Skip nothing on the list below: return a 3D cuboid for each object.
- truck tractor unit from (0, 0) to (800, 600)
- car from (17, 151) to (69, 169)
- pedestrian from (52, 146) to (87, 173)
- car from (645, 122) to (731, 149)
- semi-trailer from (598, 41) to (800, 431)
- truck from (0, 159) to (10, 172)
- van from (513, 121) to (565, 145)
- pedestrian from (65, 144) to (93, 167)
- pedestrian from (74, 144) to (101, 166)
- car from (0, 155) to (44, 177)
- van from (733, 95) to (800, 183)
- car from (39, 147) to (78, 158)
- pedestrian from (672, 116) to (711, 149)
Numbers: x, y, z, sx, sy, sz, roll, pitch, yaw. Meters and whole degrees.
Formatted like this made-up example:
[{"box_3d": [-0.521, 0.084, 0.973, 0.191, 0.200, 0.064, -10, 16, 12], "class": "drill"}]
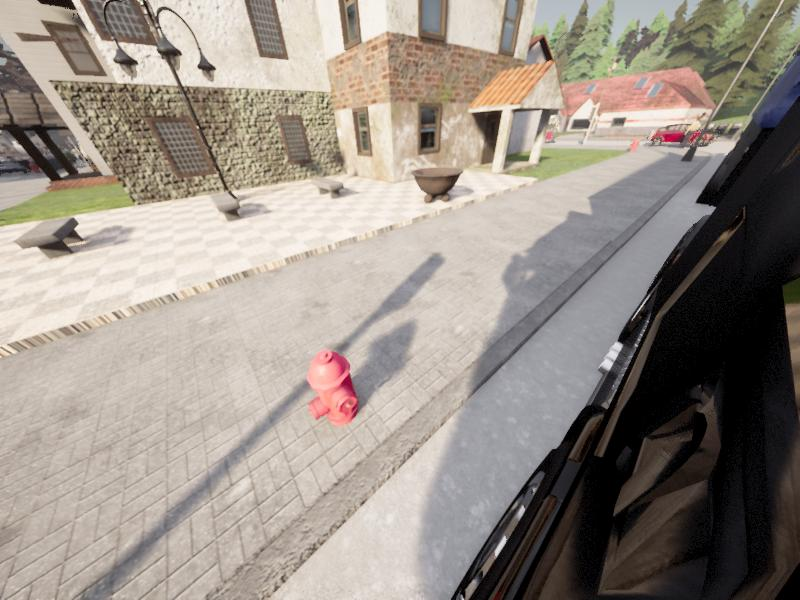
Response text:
[{"box_3d": [2.645, -0.295, 0.352, 6.516, 4.208, 3.053, -28, 44, -30], "class": "truck tractor unit"}, {"box_3d": [-42.595, -16.915, 27.766, 2.033, 1.411, 5.357, -28, 44, -30], "class": "car"}, {"box_3d": [-28.015, -11.973, 19.640, 0.751, 1.860, 0.751, -26, 43, -28], "class": "pedestrian"}, {"box_3d": [22.984, -13.316, 18.665, 1.789, 1.549, 3.705, -19, 40, -21], "class": "car"}, {"box_3d": [8.682, -3.619, 4.239, 14.254, 4.402, 2.717, -28, 44, -30], "class": "semi-trailer"}, {"box_3d": [-41.717, -13.477, 21.095, 2.891, 3.827, 8.468, -28, 43, -30], "class": "truck"}, {"box_3d": [15.802, -19.203, 26.623, 1.775, 1.987, 4.442, -28, 43, -30], "class": "van"}, {"box_3d": [-33.065, -14.898, 23.833, 0.751, 1.860, 0.751, -24, 42, -26], "class": "pedestrian"}, {"box_3d": [-32.344, -15.007, 23.964, 0.751, 1.860, 0.751, -28, 44, -30], "class": "pedestrian"}, {"box_3d": [-36.639, -12.771, 21.877, 1.994, 1.385, 4.181, -28, 44, -30], "class": "car"}, {"box_3d": [16.676, -6.791, 9.562, 5.915, 2.561, 1.988, -26, 43, -28], "class": "van"}, {"box_3d": [-65.071, -28.119, 44.078, 4.792, 1.488, 2.163, 7, 38, 13], "class": "car"}, {"box_3d": [20.831, -11.984, 16.557, 0.751, 1.860, 0.751, 10, 39, 16], "class": "pedestrian"}]
